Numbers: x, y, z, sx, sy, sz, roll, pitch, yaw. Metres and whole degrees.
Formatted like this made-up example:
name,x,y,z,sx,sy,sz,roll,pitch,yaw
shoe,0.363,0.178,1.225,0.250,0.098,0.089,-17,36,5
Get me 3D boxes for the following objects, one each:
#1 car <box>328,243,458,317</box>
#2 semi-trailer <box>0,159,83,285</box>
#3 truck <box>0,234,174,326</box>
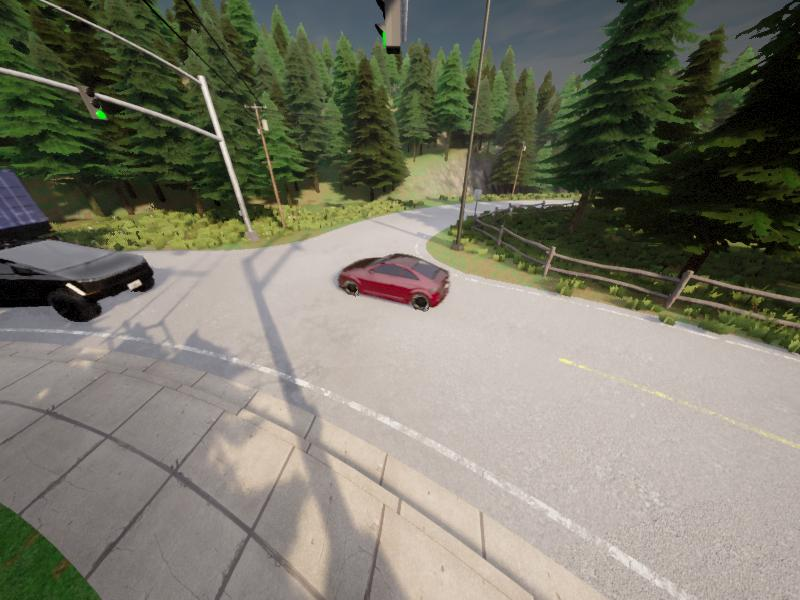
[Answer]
name,x,y,z,sx,sy,sz,roll,pitch,yaw
car,-0.229,-0.935,8.573,4.181,1.385,1.994,13,32,21
semi-trailer,-22.488,-2.184,7.658,14.254,4.402,2.717,-9,31,-15
truck,-12.081,-0.733,7.481,6.274,2.098,2.390,-2,30,-3
